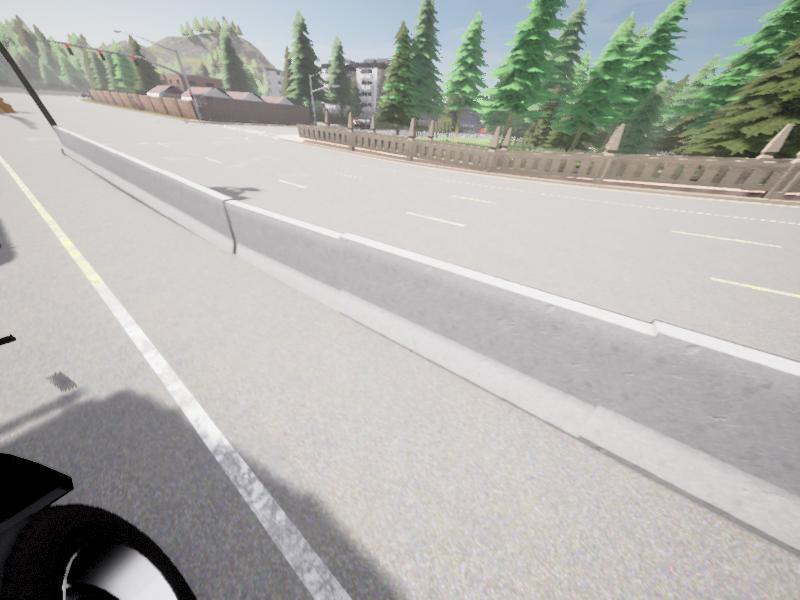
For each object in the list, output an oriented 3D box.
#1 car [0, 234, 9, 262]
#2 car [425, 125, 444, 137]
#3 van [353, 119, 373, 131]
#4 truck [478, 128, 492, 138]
[{"bbox_3d":[-9.659,-1.639,4.171,4.181,1.385,1.994,25,42,25],"label":"car"},{"bbox_3d":[8.598,-41.856,57.335,2.150,2.045,5.566,27,43,25],"label":"car"},{"bbox_3d":[-8.309,-39.594,52.315,2.069,2.038,4.480,27,43,25],"label":"van"},{"bbox_3d":[29.914,-58.663,81.112,2.627,2.467,5.204,27,43,25],"label":"truck"}]
